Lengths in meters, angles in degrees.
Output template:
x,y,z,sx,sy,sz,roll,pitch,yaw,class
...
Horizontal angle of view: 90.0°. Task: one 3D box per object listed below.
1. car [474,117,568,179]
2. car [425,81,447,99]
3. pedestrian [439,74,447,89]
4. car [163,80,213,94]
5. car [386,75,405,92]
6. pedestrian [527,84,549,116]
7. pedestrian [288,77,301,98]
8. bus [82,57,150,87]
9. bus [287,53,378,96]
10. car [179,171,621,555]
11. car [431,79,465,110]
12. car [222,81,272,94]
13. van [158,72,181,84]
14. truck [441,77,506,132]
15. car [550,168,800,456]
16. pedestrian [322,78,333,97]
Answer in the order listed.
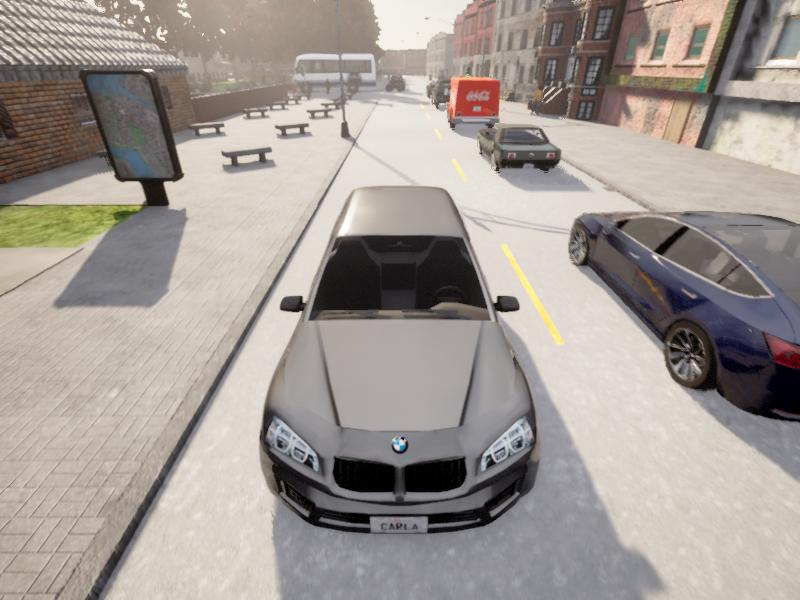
x,y,z,sx,sy,sz,roll,pitch,yaw,class
3.978,-5.501,14.112,1.895,1.301,4.718,0,30,0,car
3.901,-23.314,44.322,2.007,1.525,4.514,0,30,0,car
6.329,-32.345,59.171,0.751,1.860,0.751,16,34,25,pedestrian
-26.487,-26.707,50.108,5.008,1.535,1.882,0,30,0,car
-0.603,-29.420,54.396,1.905,1.878,3.866,5,31,9,car
9.162,-13.292,26.613,0.751,1.860,0.751,-8,31,-13,pedestrian
-10.908,-21.940,41.373,0.751,1.860,0.751,-26,39,-37,pedestrian
-49.355,-40.032,70.188,3.944,4.253,10.273,0,30,0,bus
-8.098,-27.493,48.767,10.273,4.253,3.944,-6,31,-9,bus
-0.002,-0.057,4.438,2.242,1.667,4.611,0,30,0,car
3.941,-17.491,33.859,2.150,2.045,5.566,0,30,0,car
-19.061,-26.621,50.104,5.357,1.411,2.033,0,30,1,car
-45.442,-43.814,78.895,1.775,1.987,4.442,0,30,-1,van
3.974,-11.253,22.781,2.627,2.467,5.204,0,30,0,truck
3.994,-0.449,5.296,2.163,1.488,4.792,0,30,0,car
-8.125,-23.984,45.089,0.751,1.860,0.751,23,38,34,pedestrian
